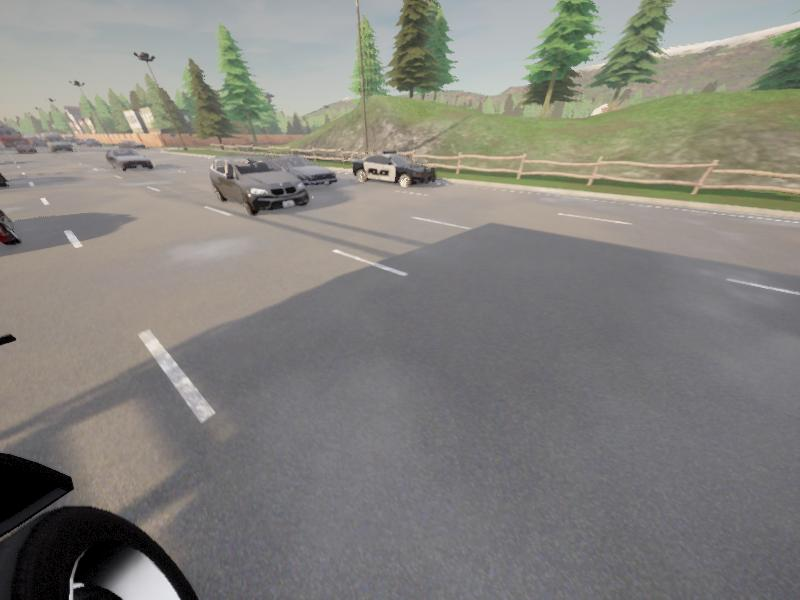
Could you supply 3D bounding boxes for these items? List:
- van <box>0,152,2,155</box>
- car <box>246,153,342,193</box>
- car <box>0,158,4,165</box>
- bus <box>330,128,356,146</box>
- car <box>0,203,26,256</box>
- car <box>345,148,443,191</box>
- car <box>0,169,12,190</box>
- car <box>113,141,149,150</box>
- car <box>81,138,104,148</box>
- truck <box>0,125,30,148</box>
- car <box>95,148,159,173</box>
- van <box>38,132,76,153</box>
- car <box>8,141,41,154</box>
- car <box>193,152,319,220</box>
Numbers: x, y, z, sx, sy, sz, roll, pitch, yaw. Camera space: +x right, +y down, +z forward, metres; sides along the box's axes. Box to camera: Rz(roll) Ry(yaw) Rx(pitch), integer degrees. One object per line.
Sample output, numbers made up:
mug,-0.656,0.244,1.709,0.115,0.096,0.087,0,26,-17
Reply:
van,-56.906,-21.021,31.138,6.366,2.431,2.351,22,41,28
car,-5.957,-7.237,12.907,5.357,1.411,2.033,22,41,28
car,-38.524,-13.149,20.948,4.792,1.488,2.163,22,41,28
bus,-17.484,-49.591,70.363,3.944,4.253,10.273,-19,39,-25
car,-11.239,-1.975,5.427,4.181,1.385,1.994,22,41,28
car,-0.446,-7.558,13.193,5.238,1.638,1.930,22,41,28
car,-22.452,-6.662,11.761,5.027,1.651,2.152,22,41,28
car,-53.611,-30.900,46.065,5.357,1.411,2.033,10,36,13
car,-70.818,-36.275,53.203,4.553,1.767,2.097,22,41,28
truck,-82.631,-34.531,48.862,8.468,3.827,2.891,22,41,28
car,-21.841,-11.244,18.459,5.357,1.411,2.033,22,41,28
van,-55.014,-25.219,37.009,5.915,2.561,1.988,22,41,28
car,-54.432,-22.108,33.479,3.633,1.501,1.845,22,41,28
car,-5.603,-4.633,8.981,4.611,1.667,2.242,26,42,32
